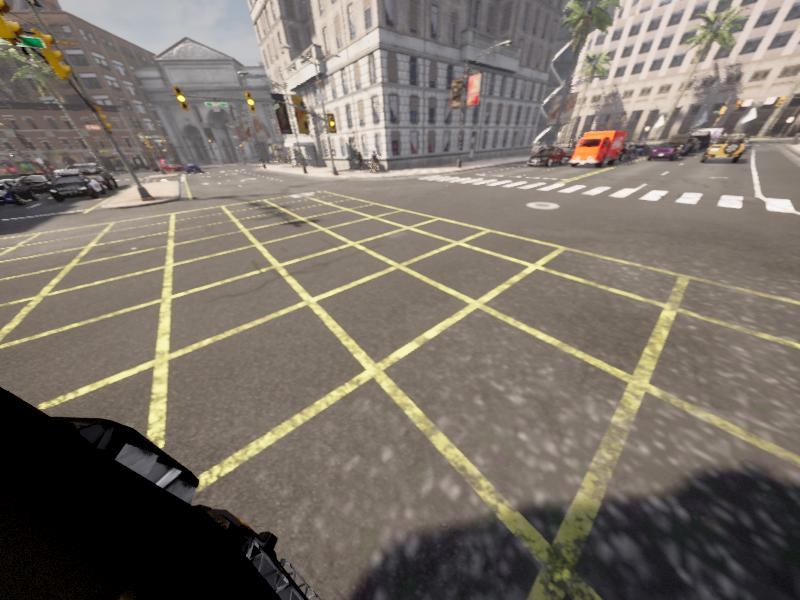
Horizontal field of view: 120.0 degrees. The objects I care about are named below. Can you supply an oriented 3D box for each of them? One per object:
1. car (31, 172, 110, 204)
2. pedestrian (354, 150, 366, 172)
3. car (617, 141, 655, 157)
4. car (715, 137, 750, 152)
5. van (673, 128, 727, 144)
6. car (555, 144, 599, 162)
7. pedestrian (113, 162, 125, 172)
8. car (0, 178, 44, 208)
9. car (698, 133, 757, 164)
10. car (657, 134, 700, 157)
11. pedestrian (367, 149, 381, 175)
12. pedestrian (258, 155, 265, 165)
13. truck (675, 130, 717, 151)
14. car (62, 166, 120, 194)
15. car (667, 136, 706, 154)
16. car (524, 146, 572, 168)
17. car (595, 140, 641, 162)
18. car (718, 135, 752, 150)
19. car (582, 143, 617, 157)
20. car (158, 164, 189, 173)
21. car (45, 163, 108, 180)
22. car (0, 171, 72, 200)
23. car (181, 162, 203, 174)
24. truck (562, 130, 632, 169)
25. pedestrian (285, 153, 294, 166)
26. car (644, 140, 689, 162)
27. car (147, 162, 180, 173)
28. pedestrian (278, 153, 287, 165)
[{"bbox_3d":[-24.061,-8.450,17.163,2.038,1.542,4.974,-26,40,-31],"label":"car"},{"bbox_3d":[-4.021,-14.075,23.417,0.751,1.860,0.751,-18,36,-21],"label":"pedestrian"},{"bbox_3d":[28.049,-17.907,27.407,4.181,1.385,1.994,-25,39,-29],"label":"car"},{"bbox_3d":[38.909,-18.174,27.016,4.718,1.301,1.895,-26,40,-30],"label":"car"},{"bbox_3d":[62.871,-34.487,48.605,2.351,2.431,6.366,-26,40,-30],"label":"van"},{"bbox_3d":[19.705,-16.361,25.719,5.357,1.411,2.033,-26,40,-31],"label":"car"},{"bbox_3d":[-59.427,-28.093,48.852,0.751,1.860,0.751,-25,39,-29],"label":"pedestrian"},{"bbox_3d":[-26.873,-7.173,15.516,1.970,1.475,3.806,-26,40,-31],"label":"car"},{"bbox_3d":[25.900,-12.069,18.343,4.605,1.855,1.932,-27,40,-31],"label":"car"},{"bbox_3d":[29.392,-16.287,24.394,3.866,1.878,1.905,-26,40,-30],"label":"car"},{"bbox_3d":[-2.271,-12.252,20.539,0.751,1.860,0.751,17,38,27],"label":"pedestrian"},{"bbox_3d":[-31.819,-32.066,52.917,0.751,1.860,0.751,-20,37,-24],"label":"pedestrian"},{"bbox_3d":[40.989,-22.049,31.949,6.274,2.098,2.390,-26,40,-30],"label":"truck"},{"bbox_3d":[-28.027,-11.129,21.187,1.932,1.855,4.605,-26,40,-31],"label":"car"},{"bbox_3d":[34.654,-18.772,27.938,5.238,1.638,1.930,-26,40,-30],"label":"car"},{"bbox_3d":[14.054,-13.601,21.928,4.892,1.490,1.837,-26,40,-31],"label":"car"},{"bbox_3d":[22.256,-15.209,23.564,5.238,1.638,1.930,-26,40,-31],"label":"car"},{"bbox_3d":[44.521,-20.965,30.679,5.357,1.411,2.033,-26,40,-30],"label":"car"},{"bbox_3d":[25.487,-19.170,29.506,4.181,1.385,1.994,-26,40,-31],"label":"car"},{"bbox_3d":[-41.259,-23.968,42.049,4.718,1.301,1.895,12,36,21],"label":"car"},{"bbox_3d":[-54.352,-21.767,39.104,5.566,2.045,2.150,-22,38,-26],"label":"car"},{"bbox_3d":[-31.116,-9.952,19.877,1.930,1.638,5.238,-26,40,-31],"label":"car"},{"bbox_3d":[-34.148,-21.628,37.837,1.812,1.442,4.674,-29,41,-33],"label":"car"},{"bbox_3d":[16.789,-12.861,19.719,5.204,2.467,2.627,-27,40,-31],"label":"truck"},{"bbox_3d":[-19.480,-24.777,40.716,0.751,1.860,0.751,-18,36,-21],"label":"pedestrian"},{"bbox_3d":[24.795,-13.867,21.497,4.193,1.474,1.816,-26,40,-31],"label":"car"},{"bbox_3d":[-45.853,-25.771,44.950,4.193,1.474,1.816,-26,40,-30],"label":"car"},{"bbox_3d":[-21.916,-26.280,43.166,0.751,1.860,0.751,-30,42,-34],"label":"pedestrian"}]
